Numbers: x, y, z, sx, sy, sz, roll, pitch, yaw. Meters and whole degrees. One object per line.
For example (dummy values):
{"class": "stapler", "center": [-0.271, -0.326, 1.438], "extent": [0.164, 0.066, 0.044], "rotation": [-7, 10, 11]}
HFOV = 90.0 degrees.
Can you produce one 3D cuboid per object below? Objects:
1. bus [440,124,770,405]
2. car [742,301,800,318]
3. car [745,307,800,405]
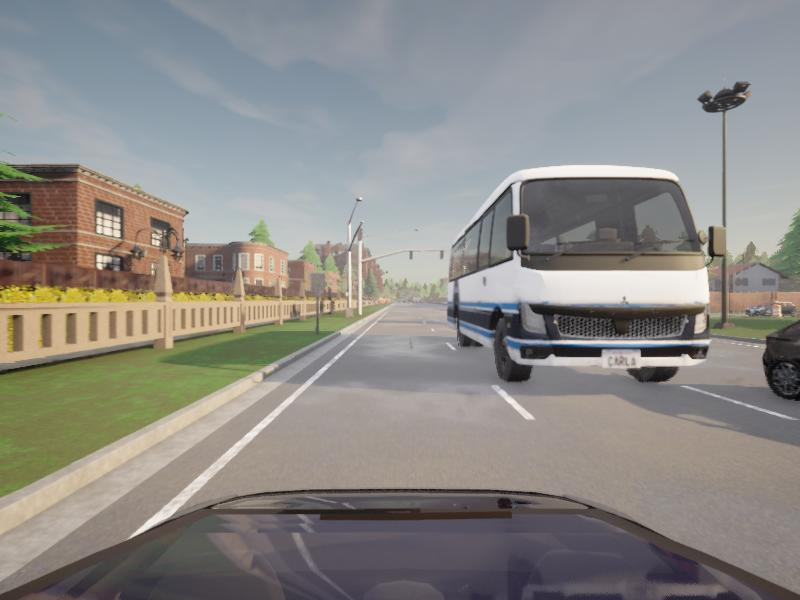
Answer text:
{"class": "bus", "center": [3.619, -0.530, 11.183], "extent": [3.944, 4.253, 10.273], "rotation": [0, 0, 0]}
{"class": "car", "center": [34.572, 0.864, 37.222], "extent": [3.806, 1.475, 1.970], "rotation": [0, 0, -3]}
{"class": "car", "center": [7.001, 0.856, 4.968], "extent": [1.816, 1.474, 4.193], "rotation": [0, 0, 0]}
